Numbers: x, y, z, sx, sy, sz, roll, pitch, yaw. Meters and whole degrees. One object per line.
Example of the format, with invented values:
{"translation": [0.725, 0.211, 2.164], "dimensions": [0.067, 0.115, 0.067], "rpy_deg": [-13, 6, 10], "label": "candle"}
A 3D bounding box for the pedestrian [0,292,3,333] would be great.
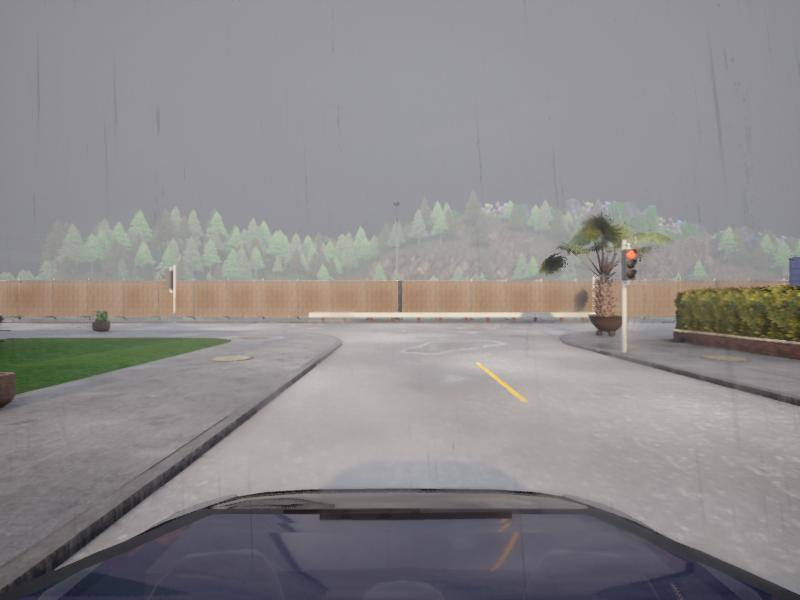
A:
{"translation": [-18.424, 0.569, 17.819], "dimensions": [0.751, 1.860, 0.751], "rpy_deg": [0, 0, 5], "label": "pedestrian"}

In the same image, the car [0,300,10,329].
{"translation": [-25.080, 0.823, 22.038], "dimensions": [5.027, 1.651, 2.152], "rpy_deg": [0, 0, 0], "label": "car"}

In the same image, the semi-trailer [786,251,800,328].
{"translation": [29.782, -0.575, 22.115], "dimensions": [14.254, 4.402, 2.717], "rpy_deg": [0, 0, 0], "label": "semi-trailer"}
